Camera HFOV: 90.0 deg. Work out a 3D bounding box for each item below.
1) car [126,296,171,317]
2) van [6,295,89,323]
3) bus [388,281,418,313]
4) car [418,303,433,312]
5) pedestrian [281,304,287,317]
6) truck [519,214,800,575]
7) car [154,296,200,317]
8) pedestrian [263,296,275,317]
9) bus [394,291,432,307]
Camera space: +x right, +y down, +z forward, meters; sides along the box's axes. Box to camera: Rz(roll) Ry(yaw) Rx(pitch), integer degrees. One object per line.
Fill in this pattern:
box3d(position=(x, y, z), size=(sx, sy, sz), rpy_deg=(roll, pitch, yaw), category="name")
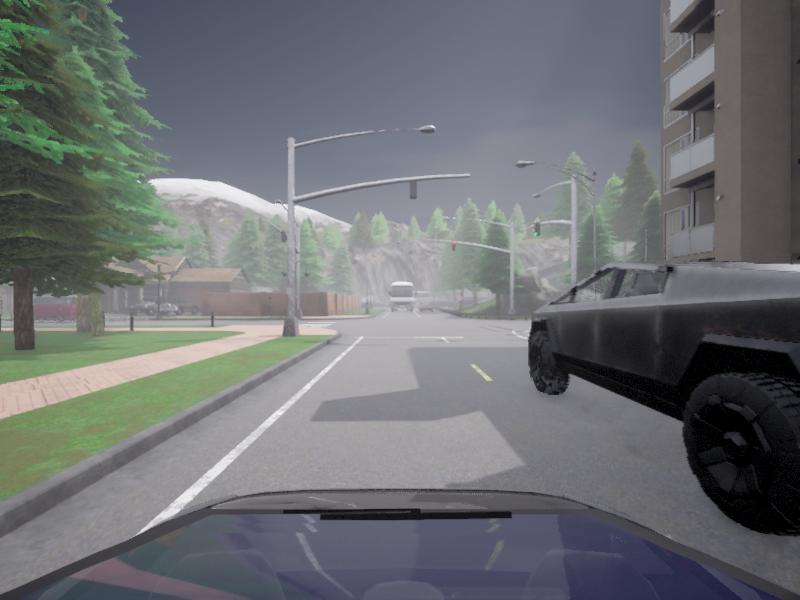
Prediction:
box3d(position=(-23.822, 0.585, 38.115), size=(1.905, 1.878, 3.866), rpy_deg=(0, 0, -1), category="car")
box3d(position=(-25.600, 0.647, 29.145), size=(4.442, 1.987, 1.775), rpy_deg=(0, 0, -1), category="van")
box3d(position=(0.428, -0.416, 58.441), size=(3.944, 4.253, 10.273), rpy_deg=(0, 0, 0), category="bus")
box3d(position=(3.814, 1.066, 59.896), size=(1.895, 1.301, 4.718), rpy_deg=(0, 0, 0), category="car")
box3d(position=(-10.179, 0.930, 35.241), size=(0.500, 1.100, 0.500), rpy_deg=(0, 0, -17), category="pedestrian")
box3d(position=(3.529, 0.553, 4.756), size=(2.390, 2.098, 6.274), rpy_deg=(0, 0, 0), category="truck")
box3d(position=(-21.316, 0.584, 38.549), size=(1.932, 1.855, 4.605), rpy_deg=(0, 0, -1), category="car")
box3d(position=(-11.743, 0.551, 35.844), size=(0.751, 1.860, 0.751), rpy_deg=(0, 0, 4), category="pedestrian")
box3d(position=(3.405, -0.295, 110.604), size=(10.273, 4.253, 3.944), rpy_deg=(0, 0, -1), category="bus")
